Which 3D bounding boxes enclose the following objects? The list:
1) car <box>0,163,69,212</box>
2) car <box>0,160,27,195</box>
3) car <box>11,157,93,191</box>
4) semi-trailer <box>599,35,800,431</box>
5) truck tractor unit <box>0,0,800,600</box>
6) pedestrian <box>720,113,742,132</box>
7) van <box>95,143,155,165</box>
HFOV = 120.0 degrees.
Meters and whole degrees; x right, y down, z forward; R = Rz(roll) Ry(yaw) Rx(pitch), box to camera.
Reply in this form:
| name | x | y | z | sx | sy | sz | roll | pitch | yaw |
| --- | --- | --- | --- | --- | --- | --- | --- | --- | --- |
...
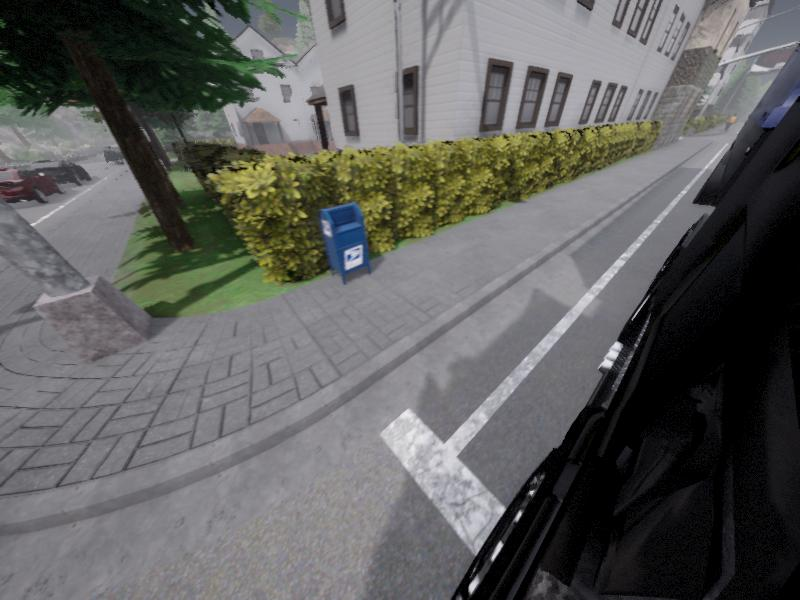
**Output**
| name | x | y | z | sx | sy | sz | roll | pitch | yaw |
| --- | --- | --- | --- | --- | --- | --- | --- | --- | --- |
| car | -19.501 | -5.794 | 11.702 | 1.882 | 1.535 | 5.008 | -28 | 43 | -30 |
| car | -26.739 | -7.511 | 14.393 | 2.152 | 1.651 | 5.027 | -28 | 43 | -30 |
| car | -24.209 | -9.048 | 16.366 | 1.882 | 1.535 | 5.008 | -28 | 43 | -30 |
| semi-trailer | 8.657 | -3.625 | 4.280 | 14.254 | 4.402 | 2.717 | -29 | 44 | -30 |
| truck tractor unit | 2.645 | -0.295 | 0.352 | 6.516 | 4.208 | 3.053 | -28 | 44 | -30 |
| pedestrian | 43.456 | -23.296 | 30.331 | 0.751 | 1.860 | 0.751 | 24 | 44 | 31 |
| van | -35.173 | -18.807 | 29.760 | 4.442 | 1.987 | 1.775 | -27 | 43 | -29 |
